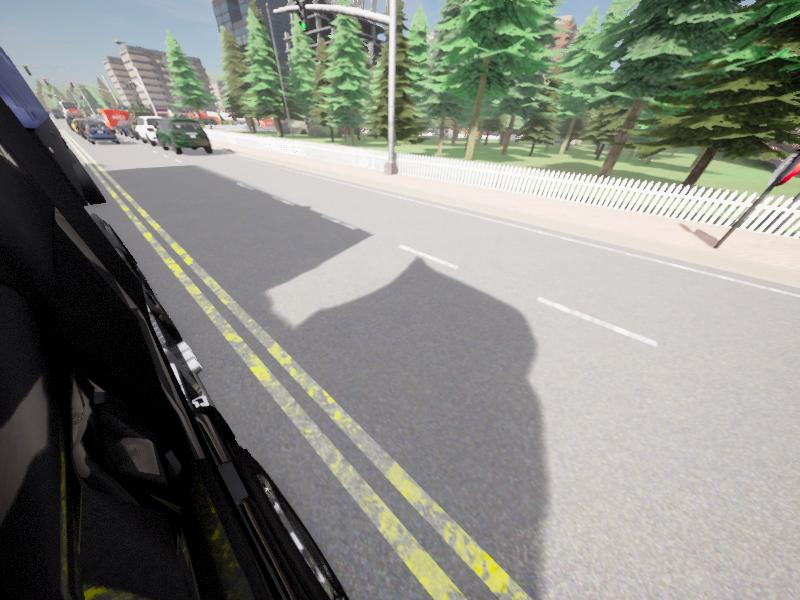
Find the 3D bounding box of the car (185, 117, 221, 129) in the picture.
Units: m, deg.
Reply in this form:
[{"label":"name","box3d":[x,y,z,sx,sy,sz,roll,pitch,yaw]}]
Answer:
[{"label":"car","box3d":[-44.276,-39.890,52.125,2.150,2.045,5.566,27,43,29]}]

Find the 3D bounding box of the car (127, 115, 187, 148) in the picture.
[{"label":"car","box3d":[-21.570,-15.003,20.498,5.566,2.045,2.150,28,44,30]}]

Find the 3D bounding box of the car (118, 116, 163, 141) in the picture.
[{"label":"car","box3d":[-27.127,-17.909,24.137,4.605,1.855,1.932,28,44,30]}]

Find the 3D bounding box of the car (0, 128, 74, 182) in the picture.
[{"label":"car","box3d":[-15.561,-6.061,9.478,3.806,1.475,1.970,29,44,30]}]

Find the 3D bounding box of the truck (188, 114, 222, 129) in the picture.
[{"label":"truck","box3d":[-46.031,-42.158,54.684,2.627,2.467,5.204,27,43,29]}]

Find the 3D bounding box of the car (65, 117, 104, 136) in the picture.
[{"label":"car","box3d":[-35.813,-19.694,26.183,5.366,1.575,1.801,28,44,30]}]

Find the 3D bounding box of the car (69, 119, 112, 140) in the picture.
[{"label":"car","box3d":[-30.466,-16.788,22.758,4.193,1.474,1.816,28,44,30]}]

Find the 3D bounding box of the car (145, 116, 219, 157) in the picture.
[{"label":"car","box3d":[-15.971,-12.011,16.886,5.566,2.045,2.150,28,44,29]}]

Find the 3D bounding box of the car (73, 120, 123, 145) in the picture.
[{"label":"car","box3d":[-25.622,-14.229,19.608,3.705,1.549,1.789,28,44,30]}]

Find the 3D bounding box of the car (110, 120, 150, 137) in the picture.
[{"label":"car","box3d":[-32.138,-20.428,27.488,4.792,1.488,2.163,28,44,30]}]

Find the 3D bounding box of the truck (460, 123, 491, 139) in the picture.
[{"label":"truck","box3d":[23.896,-53.847,73.676,8.468,3.827,2.891,4,37,1]}]

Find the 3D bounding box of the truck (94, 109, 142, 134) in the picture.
[{"label":"truck","box3d":[-37.004,-23.438,30.348,5.204,2.467,2.627,28,44,30]}]

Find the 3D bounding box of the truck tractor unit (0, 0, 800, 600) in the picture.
[{"label":"truck tractor unit","box3d":[-2.645,-0.295,0.351,6.516,4.208,3.053,28,44,30]}]

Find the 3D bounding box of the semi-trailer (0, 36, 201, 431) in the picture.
[{"label":"semi-trailer","box3d":[-8.660,-3.641,4.250,14.254,4.402,2.717,29,44,30]}]
